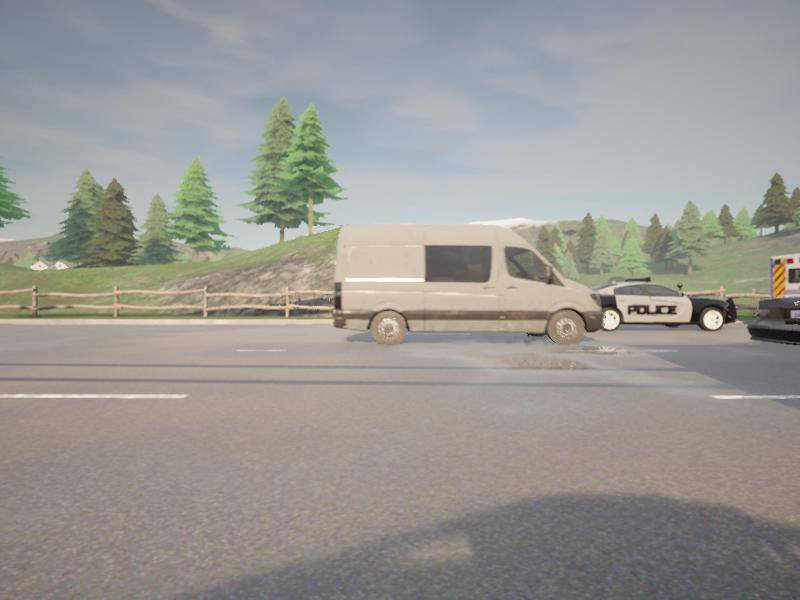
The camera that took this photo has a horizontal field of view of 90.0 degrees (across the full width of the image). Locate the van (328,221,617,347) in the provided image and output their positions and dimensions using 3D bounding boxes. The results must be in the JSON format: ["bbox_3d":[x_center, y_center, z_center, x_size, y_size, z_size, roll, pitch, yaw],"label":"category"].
[{"bbox_3d":[1.481,-0.329,9.181,5.915,2.561,1.988,0,0,0],"label":"van"}]

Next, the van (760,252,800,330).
[{"bbox_3d":[15.669,-0.274,12.681,6.366,2.431,2.351,0,0,0],"label":"van"}]

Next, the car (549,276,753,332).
[{"bbox_3d":[7.719,0.111,12.694,5.238,1.638,1.930,0,0,0],"label":"car"}]

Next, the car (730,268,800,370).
[{"bbox_3d":[8.227,0.262,5.696,5.357,1.411,2.033,0,0,0],"label":"car"}]
